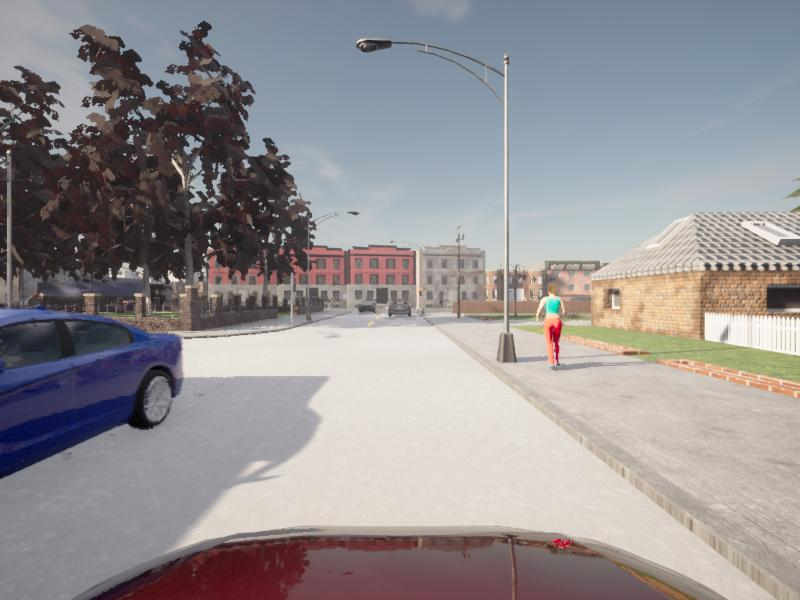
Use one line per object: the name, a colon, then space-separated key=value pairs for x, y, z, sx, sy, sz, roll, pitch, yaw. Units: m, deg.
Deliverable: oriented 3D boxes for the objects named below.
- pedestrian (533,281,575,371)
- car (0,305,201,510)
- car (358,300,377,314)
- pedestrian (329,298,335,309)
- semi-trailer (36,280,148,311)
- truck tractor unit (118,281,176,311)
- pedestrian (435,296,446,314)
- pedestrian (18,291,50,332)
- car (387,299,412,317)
pedestrian: x=3.322 y=0.533 z=8.699 sx=0.751 sy=1.860 sz=0.751 roll=0 pitch=0 yaw=12
car: x=-3.959 y=0.823 z=3.571 sx=1.882 sy=1.535 sz=5.008 roll=0 pitch=0 yaw=0
car: x=-3.804 y=0.823 z=48.051 sx=1.882 sy=1.535 sz=5.008 roll=0 pitch=0 yaw=0
pedestrian: x=-11.411 y=0.533 z=67.278 sx=0.751 sy=1.860 sz=0.751 roll=0 pitch=0 yaw=1
semi-trailer: x=-44.741 y=-0.620 z=58.392 sx=14.254 sy=4.402 sz=2.717 roll=0 pitch=0 yaw=0
truck tractor unit: x=-36.826 y=-0.525 z=58.381 sx=6.516 sy=4.208 sz=3.053 roll=0 pitch=0 yaw=0
pedestrian: x=4.158 y=0.525 z=41.084 sx=0.751 sy=1.860 sz=0.751 roll=0 pitch=0 yaw=-33
pedestrian: x=-16.842 y=0.534 z=18.417 sx=0.751 sy=1.860 sz=0.751 roll=0 pitch=0 yaw=0
car: x=-0.002 y=0.756 z=39.227 sx=2.242 sy=1.667 sz=4.611 roll=0 pitch=0 yaw=1
